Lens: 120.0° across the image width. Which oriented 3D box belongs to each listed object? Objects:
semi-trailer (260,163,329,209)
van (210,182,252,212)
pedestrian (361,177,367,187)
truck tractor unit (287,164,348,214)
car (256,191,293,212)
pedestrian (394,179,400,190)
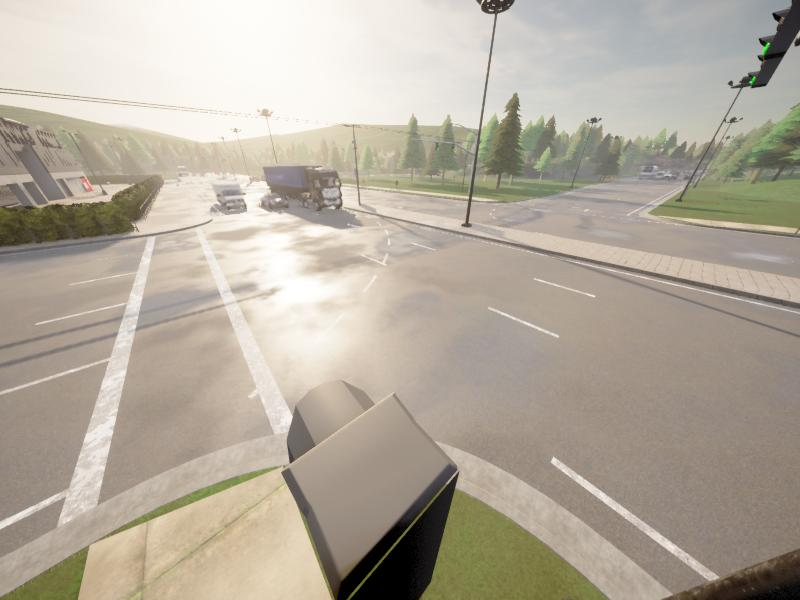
[{"bbox_3d":[-13.979,-14.993,29.658,2.717,4.402,14.254,-23,37,-34],"label":"semi-trailer"},{"bbox_3d":[-19.141,-11.759,26.045,2.351,2.431,6.366,-23,37,-34],"label":"van"},{"bbox_3d":[-8.090,-26.454,51.711,0.751,1.860,0.751,-22,37,-33],"label":"pedestrian"},{"bbox_3d":[-8.806,-11.916,24.523,3.053,4.208,6.516,-24,37,-35],"label":"truck tractor unit"},{"bbox_3d":[-14.104,-11.131,25.847,2.038,1.542,4.974,-23,38,-34],"label":"car"},{"bbox_3d":[-0.549,-21.938,43.890,0.751,1.860,0.751,-22,36,-33],"label":"pedestrian"}]
